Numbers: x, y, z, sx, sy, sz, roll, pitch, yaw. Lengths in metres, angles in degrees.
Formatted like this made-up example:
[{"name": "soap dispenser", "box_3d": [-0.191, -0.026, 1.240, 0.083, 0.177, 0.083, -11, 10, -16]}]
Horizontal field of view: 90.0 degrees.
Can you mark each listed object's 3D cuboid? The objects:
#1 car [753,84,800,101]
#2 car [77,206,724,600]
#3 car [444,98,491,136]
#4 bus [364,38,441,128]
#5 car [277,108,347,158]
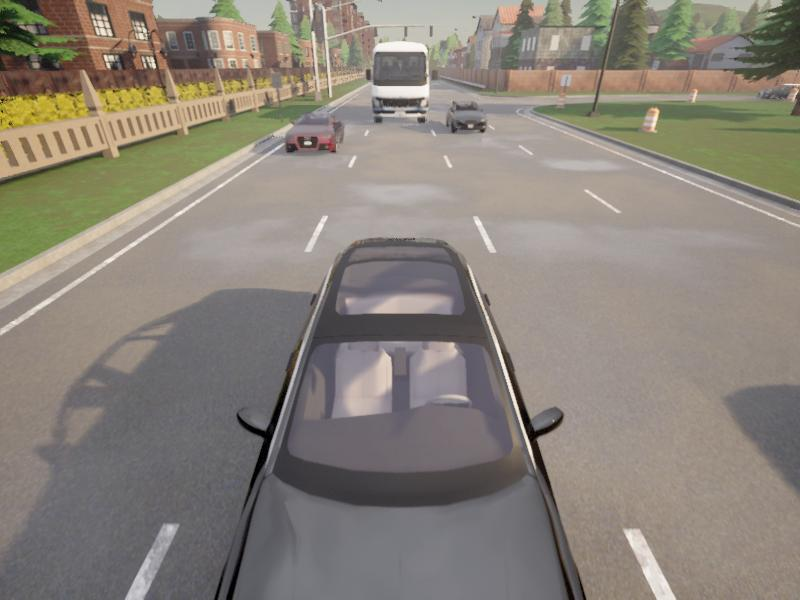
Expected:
[{"name": "car", "box_3d": [39.127, -21.234, 40.882, 3.806, 1.475, 1.970, 6, 31, 10]}, {"name": "car", "box_3d": [0.002, 0.691, 3.329, 2.128, 1.511, 4.902, 0, 30, 0]}, {"name": "car", "box_3d": [3.513, -9.916, 21.510, 1.816, 1.474, 4.193, 0, 30, 0]}, {"name": "bus", "box_3d": [0.134, -14.224, 26.130, 3.944, 4.253, 10.273, 0, 30, 0]}, {"name": "car", "box_3d": [-3.493, -7.093, 16.783, 1.994, 1.385, 4.181, 0, 30, 0]}]
